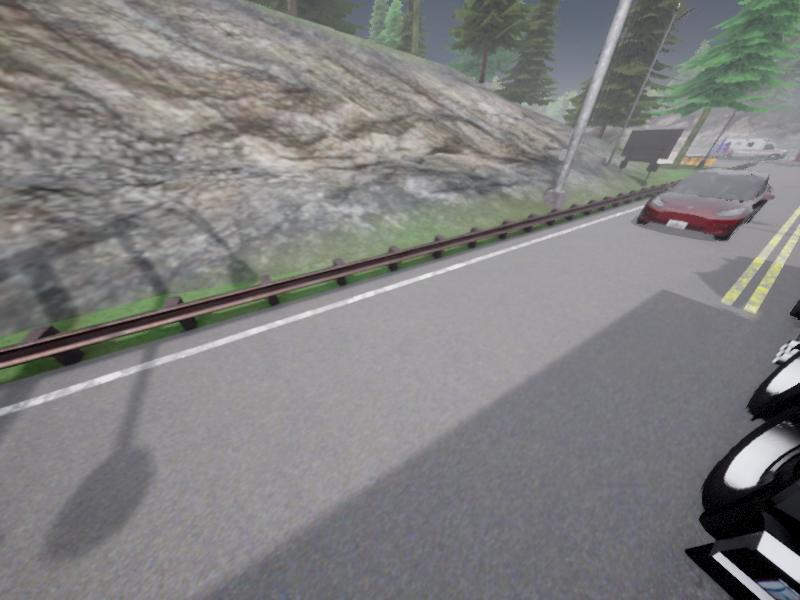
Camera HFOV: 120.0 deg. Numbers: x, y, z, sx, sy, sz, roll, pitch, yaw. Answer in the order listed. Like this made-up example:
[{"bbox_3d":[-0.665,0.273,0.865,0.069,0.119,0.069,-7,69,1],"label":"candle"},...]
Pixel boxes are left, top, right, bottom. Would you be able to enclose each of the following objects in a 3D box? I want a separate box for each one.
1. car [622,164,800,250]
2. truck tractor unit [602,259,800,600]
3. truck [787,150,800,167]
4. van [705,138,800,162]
[{"bbox_3d":[9.567,-3.108,7.086,4.792,1.488,2.163,-20,39,-25],"label":"car"},{"bbox_3d":[5.092,-0.326,0.755,6.516,4.208,3.053,-19,40,-24],"label":"truck tractor unit"},{"bbox_3d":[45.010,-14.334,21.407,2.891,3.827,8.468,-20,40,-26],"label":"truck"},{"bbox_3d":[46.428,-20.000,30.716,2.351,2.431,6.366,-20,40,-26],"label":"van"}]
